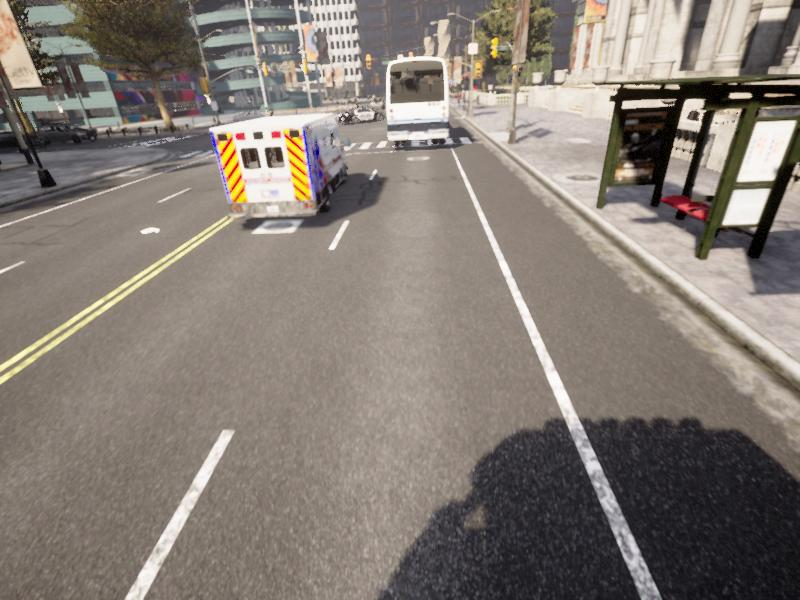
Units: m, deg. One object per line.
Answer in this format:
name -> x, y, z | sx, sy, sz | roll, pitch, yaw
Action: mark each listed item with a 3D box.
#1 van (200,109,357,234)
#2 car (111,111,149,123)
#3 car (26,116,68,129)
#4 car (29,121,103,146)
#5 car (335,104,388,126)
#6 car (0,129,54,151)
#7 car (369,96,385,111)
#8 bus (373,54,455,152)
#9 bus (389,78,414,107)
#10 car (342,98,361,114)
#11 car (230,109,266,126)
van -> -3.064, -4.262, 12.227 | 2.351, 2.431, 6.366 | -1, 28, 4
car -> -46.402, -31.492, 68.772 | 4.902, 1.511, 2.128 | -1, 28, 4
car -> -58.157, -29.245, 65.928 | 4.786, 1.482, 2.161 | -1, 28, 4
car -> -30.680, -15.355, 36.863 | 4.611, 1.667, 2.242 | -1, 28, 4
car -> -3.785, -18.729, 40.404 | 4.974, 1.542, 2.038 | -24, 34, -34
car -> -32.709, -13.580, 33.997 | 4.674, 1.442, 1.812 | -1, 28, 4
car -> -3.526, -31.152, 63.311 | 1.932, 1.855, 4.605 | -1, 27, 4
bus -> 1.039, -12.191, 24.705 | 3.944, 4.253, 10.273 | -1, 28, 4
bus -> 0.439, -38.637, 74.375 | 3.944, 4.253, 10.273 | -1, 28, 4
car -> -7.207, -29.370, 60.358 | 1.932, 1.855, 4.605 | -1, 29, 4
car -> -17.791, -21.448, 47.031 | 3.633, 1.501, 1.845 | -11, 29, -14
